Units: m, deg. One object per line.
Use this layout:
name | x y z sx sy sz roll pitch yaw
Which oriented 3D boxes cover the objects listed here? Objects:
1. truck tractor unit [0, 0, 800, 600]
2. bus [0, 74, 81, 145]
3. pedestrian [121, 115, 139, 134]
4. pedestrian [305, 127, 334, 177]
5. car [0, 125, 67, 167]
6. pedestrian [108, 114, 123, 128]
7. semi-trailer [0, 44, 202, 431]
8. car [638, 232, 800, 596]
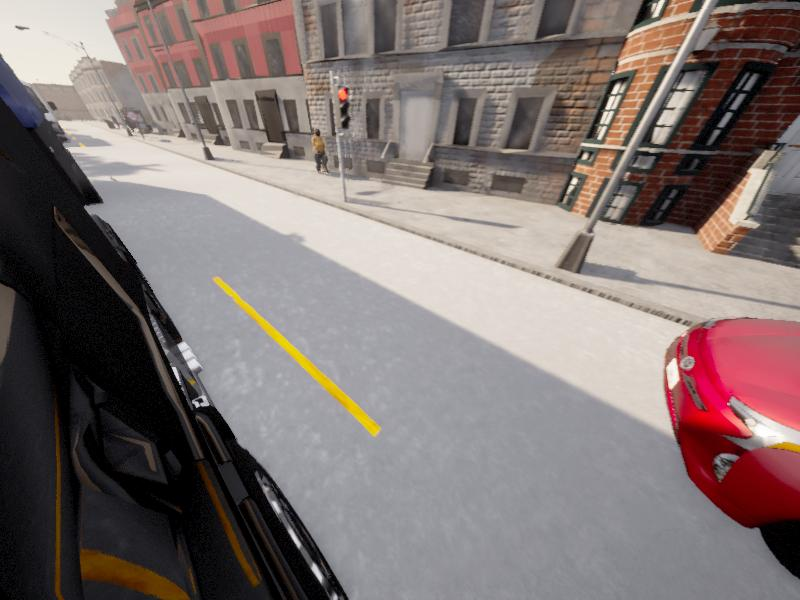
truck tractor unit | -2.645 -0.295 0.351 6.516 4.208 3.053 28 44 30
bus | -33.155 -16.742 20.283 10.273 4.253 3.944 30 45 29
pedestrian | -34.688 -22.529 29.673 0.751 1.860 0.751 29 44 31
pedestrian | -3.749 -6.942 10.865 0.751 1.860 0.751 30 45 31
car | -20.090 -8.042 11.926 2.033 1.411 5.357 -24 44 -31
pedestrian | -48.673 -30.579 39.509 0.751 1.860 0.751 30 45 32
semi-trailer | -8.697 -3.610 4.223 14.254 4.402 2.717 28 44 30
car | 4.239 1.355 0.825 4.514 1.525 2.007 28 44 30
